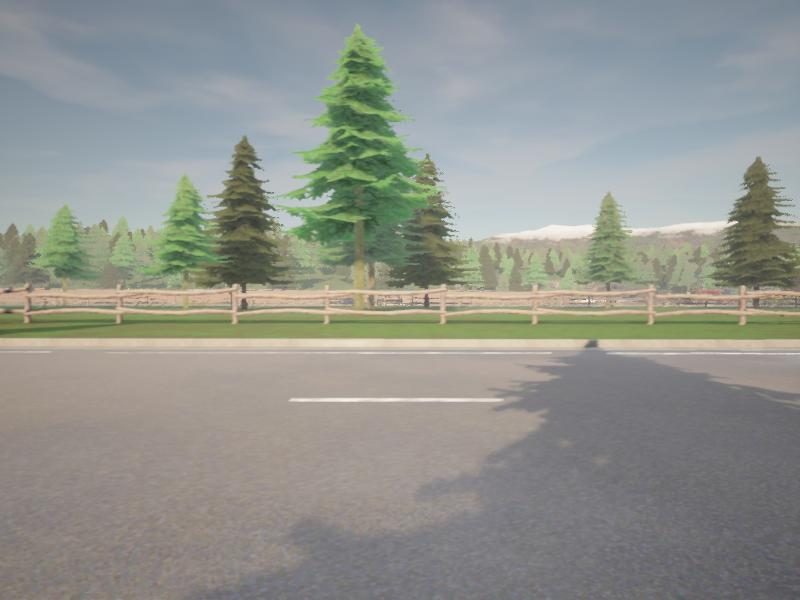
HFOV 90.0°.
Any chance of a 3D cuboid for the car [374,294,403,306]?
[{"bbox_3d":[-1.885,0.041,66.766,4.605,1.855,1.932,-1,0,1],"label":"car"}]
